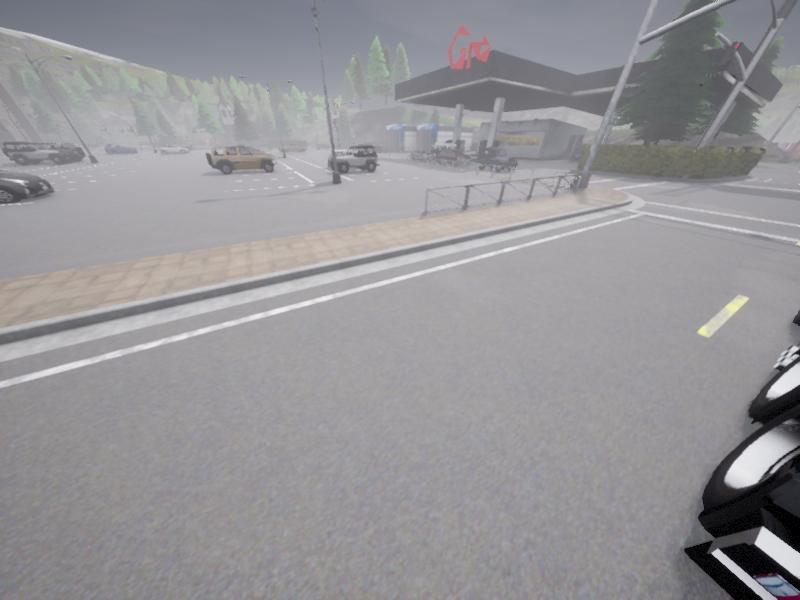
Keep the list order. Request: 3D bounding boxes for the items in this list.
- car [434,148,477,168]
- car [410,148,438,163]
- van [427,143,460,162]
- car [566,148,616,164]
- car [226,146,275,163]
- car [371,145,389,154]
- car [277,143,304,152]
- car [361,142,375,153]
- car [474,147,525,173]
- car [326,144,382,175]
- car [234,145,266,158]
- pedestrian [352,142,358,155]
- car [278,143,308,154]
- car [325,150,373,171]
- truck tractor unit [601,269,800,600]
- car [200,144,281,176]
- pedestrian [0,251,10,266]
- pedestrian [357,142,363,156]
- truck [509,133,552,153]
[{"bbox_3d":[6.256,-16.591,26.838,2.033,1.649,4.856,-17,38,-23],"label":"car"},{"bbox_3d":[3.181,-19.766,31.504,1.970,1.475,3.806,-17,38,-23],"label":"car"},{"bbox_3d":[6.111,-21.092,32.946,2.069,2.038,4.480,-17,38,-23],"label":"van"},{"bbox_3d":[26.412,-20.069,32.123,2.242,1.667,4.611,-17,39,-24],"label":"car"},{"bbox_3d":[-17.490,-17.212,27.250,4.514,1.523,2.007,-17,39,-24],"label":"car"},{"bbox_3d":[-4.198,-31.742,48.604,2.007,1.525,4.514,-17,38,-23],"label":"car"},{"bbox_3d":[-22.853,-31.802,48.247,4.514,1.523,2.007,-17,39,-24],"label":"car"},{"bbox_3d":[-7.435,-35.305,53.375,1.905,1.878,3.866,-17,39,-23],"label":"car"},{"bbox_3d":[9.341,-13.448,22.120,1.905,1.878,3.866,-17,38,-23],"label":"car"},{"bbox_3d":[-3.615,-11.433,18.695,3.866,1.878,1.905,-17,39,-24],"label":"car"},{"bbox_3d":[-22.283,-22.223,34.445,3.633,1.501,1.845,-17,39,-24],"label":"car"},{"bbox_3d":[-7.896,-26.518,40.453,0.751,1.860,0.751,-17,39,-24],"label":"pedestrian"},{"bbox_3d":[-21.291,-30.249,46.013,5.027,1.636,2.152,-17,39,-24],"label":"car"},{"bbox_3d":[-4.688,-13.035,21.486,3.806,1.475,1.970,-17,39,-24],"label":"car"},{"bbox_3d":[5.119,-0.291,0.776,6.516,4.208,3.053,-18,39,-24],"label":"truck tractor unit"},{"bbox_3d":[-12.091,-10.928,17.919,4.605,1.855,1.932,-17,39,-24],"label":"car"},{"bbox_3d":[-8.567,-1.318,4.037,0.751,1.860,0.751,-16,38,-22],"label":"pedestrian"},{"bbox_3d":[-6.692,-25.274,38.677,0.751,1.860,0.751,-18,39,-24],"label":"pedestrian"},{"bbox_3d":[32.227,-39.200,57.678,2.891,3.827,8.468,-17,38,-23],"label":"truck"}]
